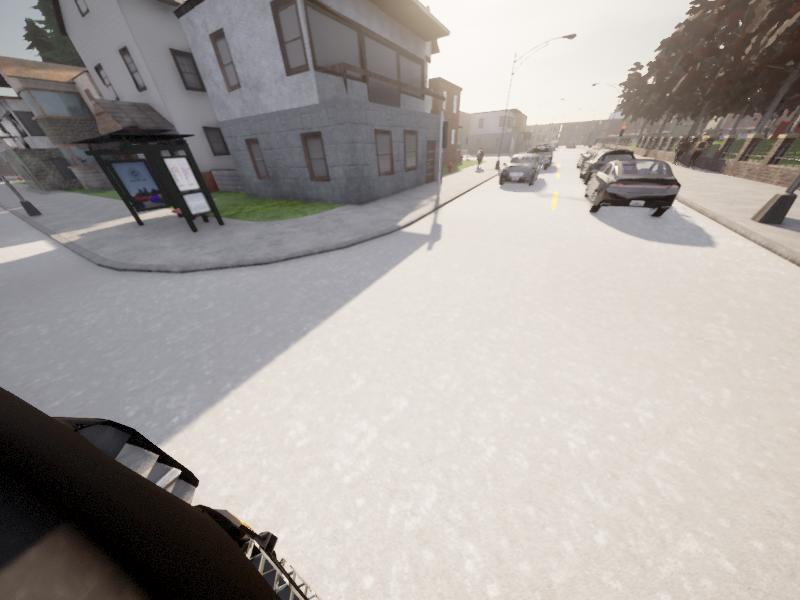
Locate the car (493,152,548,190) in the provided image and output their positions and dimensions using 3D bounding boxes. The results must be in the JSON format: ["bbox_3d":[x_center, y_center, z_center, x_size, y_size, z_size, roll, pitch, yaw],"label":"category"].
[{"bbox_3d":[7.351,-7.901,13.933,2.128,1.511,4.902,16,38,26],"label":"car"}]

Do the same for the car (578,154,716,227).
[{"bbox_3d":[7.994,-4.144,8.210,2.128,1.511,4.902,16,38,26],"label":"car"}]

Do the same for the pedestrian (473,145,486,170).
[{"bbox_3d":[7.224,-12.942,20.997,0.751,1.860,0.751,15,38,25],"label":"pedestrian"}]

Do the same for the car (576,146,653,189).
[{"bbox_3d":[11.524,-7.487,12.866,2.033,1.649,4.856,15,37,25],"label":"car"}]

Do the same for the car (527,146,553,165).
[{"bbox_3d":[15.628,-16.106,25.661,1.837,1.490,4.892,16,38,26],"label":"car"}]

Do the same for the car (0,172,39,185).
[{"bbox_3d":[-73.119,-22.931,43.608,2.152,1.651,5.027,16,38,26],"label":"car"}]

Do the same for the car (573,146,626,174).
[{"bbox_3d":[15.009,-10.830,17.736,2.128,1.511,4.902,14,37,24],"label":"car"}]

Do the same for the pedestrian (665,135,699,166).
[{"bbox_3d":[20.511,-10.891,16.837,0.751,1.860,0.751,16,38,26],"label":"pedestrian"}]

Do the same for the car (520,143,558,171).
[{"bbox_3d":[12.329,-12.678,20.405,1.932,1.855,4.605,18,39,28],"label":"car"}]

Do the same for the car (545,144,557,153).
[{"bbox_3d":[32.970,-33.132,50.400,1.812,1.442,4.674,16,38,26],"label":"car"}]

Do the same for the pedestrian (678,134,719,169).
[{"bbox_3d":[19.091,-9.479,14.822,0.751,1.860,0.751,16,38,26],"label":"pedestrian"}]

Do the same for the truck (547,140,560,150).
[{"bbox_3d":[42.259,-42.655,63.427,2.390,2.098,6.274,16,38,26],"label":"truck"}]

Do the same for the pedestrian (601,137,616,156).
[{"bbox_3d":[25.548,-18.768,28.318,0.751,1.860,0.751,-31,42,-35],"label":"pedestrian"}]

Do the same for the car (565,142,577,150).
[{"bbox_3d":[43.569,-39.228,58.797,1.970,1.475,3.806,16,38,26],"label":"car"}]

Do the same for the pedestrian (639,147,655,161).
[{"bbox_3d":[22.173,-13.120,20.755,0.500,1.100,0.500,5,34,13],"label":"pedestrian"}]
